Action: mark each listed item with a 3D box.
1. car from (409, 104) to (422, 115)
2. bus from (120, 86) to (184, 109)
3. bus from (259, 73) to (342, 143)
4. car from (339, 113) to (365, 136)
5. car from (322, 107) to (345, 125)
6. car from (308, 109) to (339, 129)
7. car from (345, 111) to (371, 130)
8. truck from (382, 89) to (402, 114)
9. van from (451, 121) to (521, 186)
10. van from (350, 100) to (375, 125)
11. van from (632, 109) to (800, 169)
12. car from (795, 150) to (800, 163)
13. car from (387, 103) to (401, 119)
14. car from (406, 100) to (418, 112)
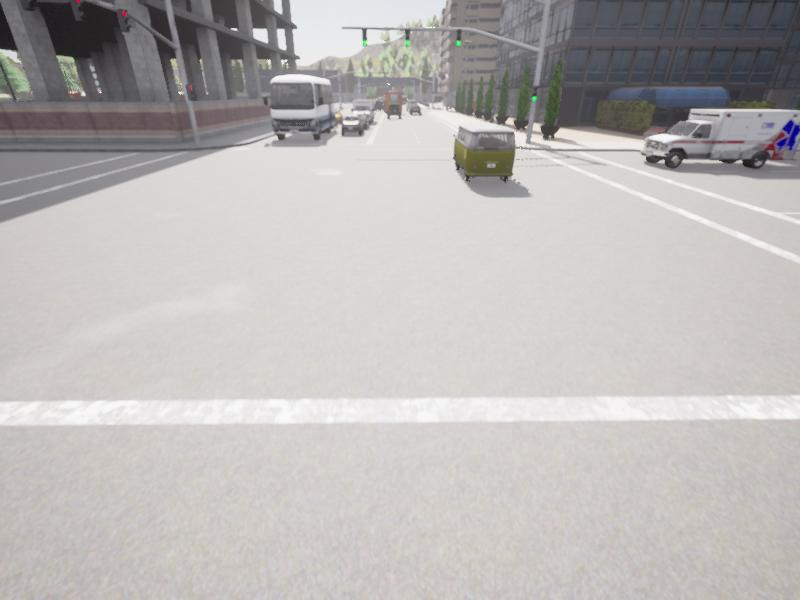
[{"bbox_3d":[2.538,-31.856,66.885,2.007,1.525,4.514,0,27,-1],"label":"car"},{"bbox_3d":[-53.013,-43.391,85.860,10.273,4.253,3.944,0,27,-1],"label":"bus"},{"bbox_3d":[-7.319,-15.296,31.658,3.944,4.253,10.273,0,27,-1],"label":"bus"},{"bbox_3d":[-3.962,-14.739,33.545,1.789,1.549,3.705,0,27,-1],"label":"car"},{"bbox_3d":[-7.657,-21.402,46.445,1.801,1.575,5.366,0,27,-1],"label":"car"},{"bbox_3d":[-7.562,-18.203,40.129,2.242,1.667,4.611,0,27,-1],"label":"car"},{"bbox_3d":[-4.047,-17.661,39.269,2.128,1.511,4.902,0,27,-1],"label":"car"},{"bbox_3d":[-1.453,-35.532,71.487,2.891,3.827,8.468,-2,27,-5],"label":"truck"},{"bbox_3d":[3.296,-6.124,16.370,1.775,1.987,4.442,0,27,-1],"label":"van"},{"bbox_3d":[-4.150,-21.546,45.820,2.351,2.431,6.366,0,27,-1],"label":"van"},{"bbox_3d":[15.039,-7.613,18.853,6.366,2.431,2.351,0,27,-1],"label":"van"},{"bbox_3d":[22.594,-7.268,19.202,5.008,1.535,1.882,0,27,-1],"label":"car"},{"bbox_3d":[-0.800,-26.515,56.084,1.905,1.878,3.866,0,27,-1],"label":"car"},{"bbox_3d":[2.344,-38.747,79.715,2.150,2.045,5.566,0,27,-1],"label":"car"}]
